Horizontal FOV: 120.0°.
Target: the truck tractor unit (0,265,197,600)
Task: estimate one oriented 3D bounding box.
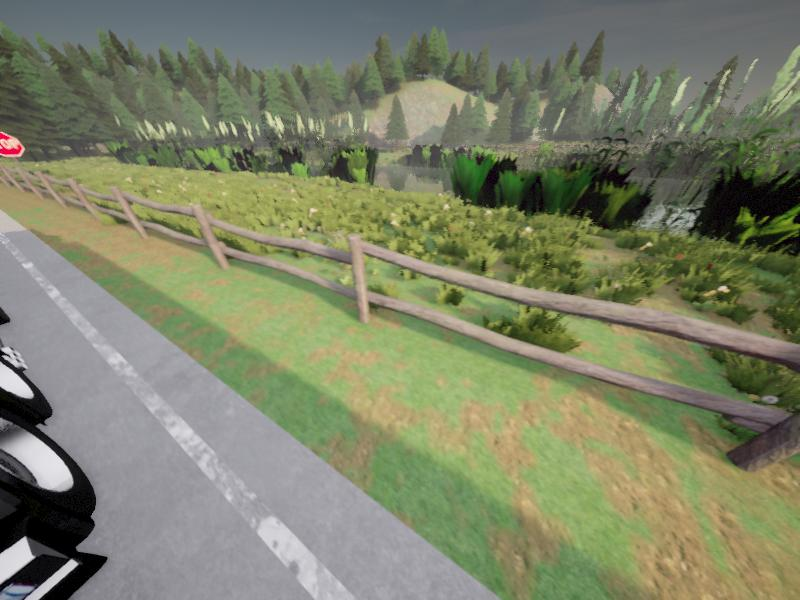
[{"bbox_3d":[-5.120,-0.288,0.793,6.516,4.208,3.053,18,39,24],"label":"truck tractor unit"}]

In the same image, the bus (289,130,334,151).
[{"bbox_3d":[-23.421,-42.256,61.233,10.273,4.253,3.944,12,37,17],"label":"bus"}]
